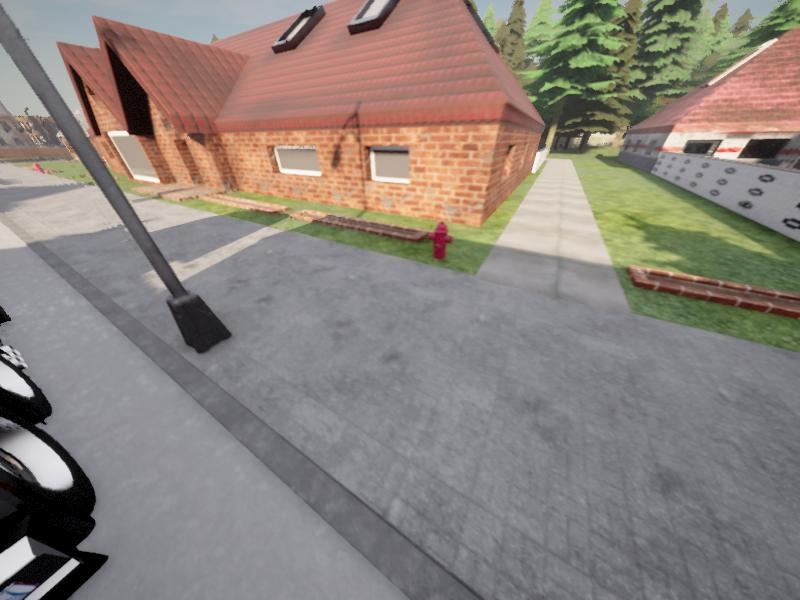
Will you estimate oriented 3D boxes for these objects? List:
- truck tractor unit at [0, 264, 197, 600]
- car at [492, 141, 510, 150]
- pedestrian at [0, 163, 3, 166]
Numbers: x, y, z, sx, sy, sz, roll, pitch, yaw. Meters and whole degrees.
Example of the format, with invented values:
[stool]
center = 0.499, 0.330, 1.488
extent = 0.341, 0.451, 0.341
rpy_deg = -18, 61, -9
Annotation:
[truck tractor unit]
center = -5.116, -0.293, 0.782
extent = 6.516, 4.208, 3.053
rpy_deg = 18, 39, 24
[car]
center = 27.889, -42.616, 63.735
extent = 3.866, 1.878, 1.905
rpy_deg = 18, 39, 24
[pedestrian]
center = -44.061, -15.372, 24.683
extent = 0.751, 1.860, 0.751
rpy_deg = 24, 42, 31
